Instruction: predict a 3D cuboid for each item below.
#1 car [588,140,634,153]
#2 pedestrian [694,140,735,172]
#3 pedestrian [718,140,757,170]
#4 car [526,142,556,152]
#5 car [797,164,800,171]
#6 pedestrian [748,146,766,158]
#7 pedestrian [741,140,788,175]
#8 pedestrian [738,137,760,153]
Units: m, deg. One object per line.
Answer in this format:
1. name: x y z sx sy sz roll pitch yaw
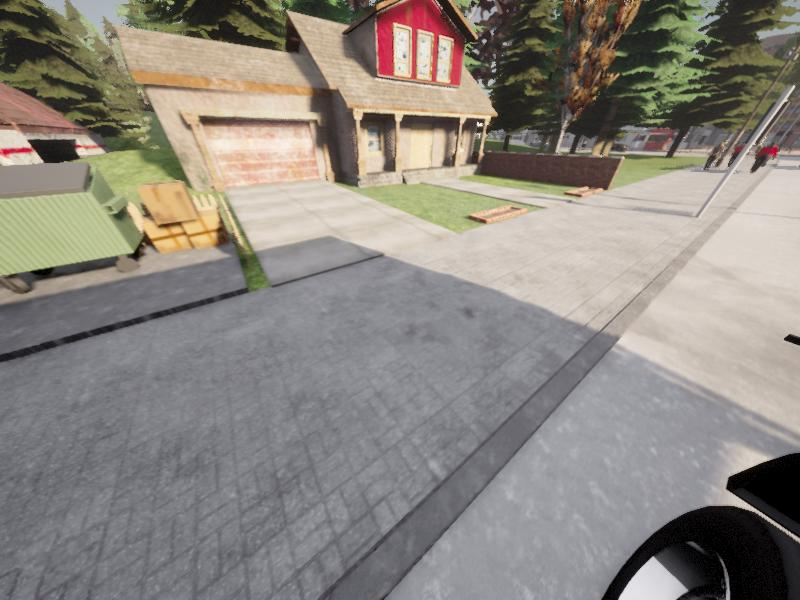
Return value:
1. car: 35.379 -25.872 38.890 2.152 1.651 5.027 -22 41 -28
2. pedestrian: 21.993 -10.085 16.193 0.751 1.860 0.751 -17 39 -23
3. pedestrian: 25.334 -10.925 17.358 0.751 1.860 0.751 -19 39 -24
4. car: 28.613 -31.167 46.975 1.812 1.442 4.674 -22 41 -28
5. car: 32.956 -10.901 17.825 4.193 1.474 1.816 -22 41 -28
6. pedestrian: 39.697 -16.425 25.704 0.500 1.100 0.500 20 40 26
7. pedestrian: 23.170 -9.074 14.751 0.751 1.860 0.751 -27 43 -32
8. pedestrian: 49.228 -21.806 32.595 0.751 1.860 0.751 15 38 20
